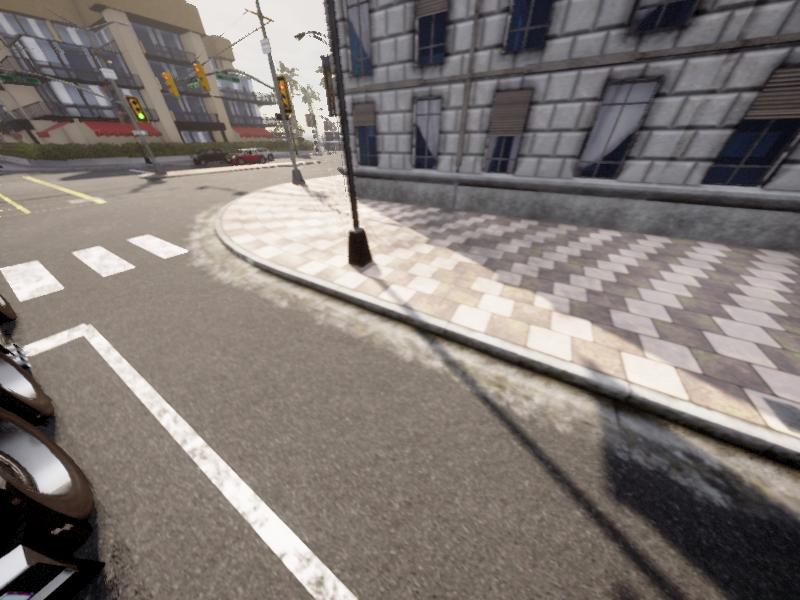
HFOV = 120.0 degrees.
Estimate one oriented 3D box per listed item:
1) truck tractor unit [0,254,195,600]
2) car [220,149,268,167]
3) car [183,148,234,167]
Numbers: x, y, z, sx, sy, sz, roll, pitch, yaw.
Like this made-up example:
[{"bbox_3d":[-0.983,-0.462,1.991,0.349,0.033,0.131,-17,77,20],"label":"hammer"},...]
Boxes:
[{"bbox_3d":[-5.094,-0.317,0.805,6.516,4.208,3.053,19,39,25],"label":"truck tractor unit"},{"bbox_3d":[-17.309,-15.978,25.825,1.970,1.475,3.806,18,39,25],"label":"car"},{"bbox_3d":[-21.307,-16.045,25.889,1.789,1.549,3.705,18,39,25],"label":"car"}]
